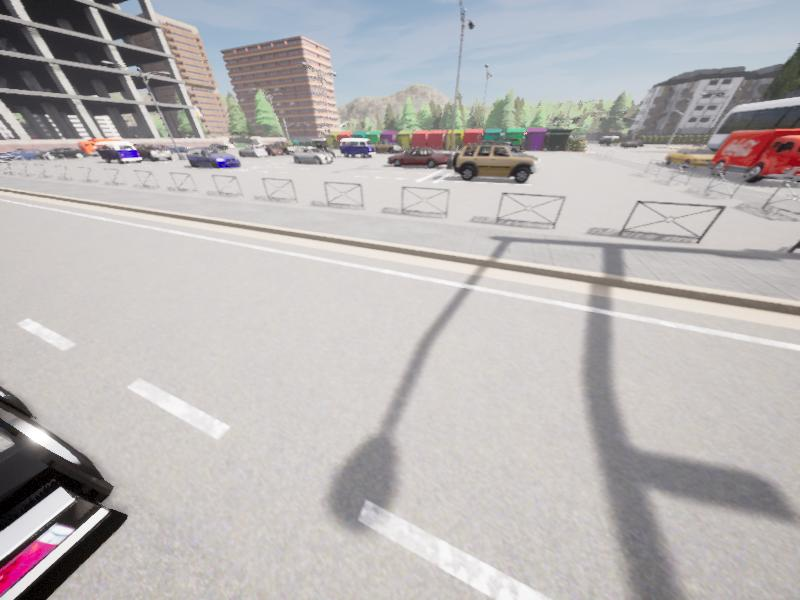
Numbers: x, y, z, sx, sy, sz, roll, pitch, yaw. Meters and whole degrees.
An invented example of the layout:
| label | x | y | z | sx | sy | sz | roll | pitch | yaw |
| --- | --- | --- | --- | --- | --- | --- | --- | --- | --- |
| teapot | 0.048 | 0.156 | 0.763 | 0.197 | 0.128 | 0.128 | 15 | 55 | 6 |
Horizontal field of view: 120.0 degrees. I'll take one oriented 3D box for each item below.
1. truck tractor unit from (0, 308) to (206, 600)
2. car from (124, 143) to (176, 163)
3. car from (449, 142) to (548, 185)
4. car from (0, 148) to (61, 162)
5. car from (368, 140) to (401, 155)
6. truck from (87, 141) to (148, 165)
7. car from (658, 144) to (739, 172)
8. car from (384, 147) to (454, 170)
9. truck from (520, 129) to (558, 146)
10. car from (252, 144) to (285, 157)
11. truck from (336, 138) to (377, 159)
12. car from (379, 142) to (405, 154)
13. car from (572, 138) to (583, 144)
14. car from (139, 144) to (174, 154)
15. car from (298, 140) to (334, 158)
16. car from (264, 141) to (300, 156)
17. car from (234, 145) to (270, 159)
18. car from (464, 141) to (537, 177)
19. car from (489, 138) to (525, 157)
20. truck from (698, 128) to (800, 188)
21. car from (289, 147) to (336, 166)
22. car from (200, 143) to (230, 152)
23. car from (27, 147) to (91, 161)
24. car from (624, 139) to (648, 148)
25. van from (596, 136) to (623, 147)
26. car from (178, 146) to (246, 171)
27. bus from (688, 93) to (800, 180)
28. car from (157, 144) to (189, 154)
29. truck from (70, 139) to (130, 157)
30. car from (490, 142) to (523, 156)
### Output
| label | x | y | z | sx | sy | sz | roll | pitch | yaw |
| --- | --- | --- | --- | --- | --- | --- | --- | --- | --- |
| truck tractor unit | -5.228 | -0.162 | 0.601 | 6.516 | 4.208 | 3.053 | 13 | 37 | 18 |
| car | -29.655 | -17.520 | 27.421 | 4.605 | 1.855 | 1.932 | 13 | 37 | 18 |
| car | 5.395 | -7.847 | 13.127 | 4.605 | 1.855 | 1.932 | 13 | 37 | 18 |
| car | -54.493 | -21.260 | 33.722 | 2.033 | 1.411 | 5.357 | 12 | 37 | 18 |
| car | -2.393 | -23.573 | 35.589 | 4.605 | 1.855 | 1.932 | 13 | 37 | 18 |
| truck | -30.676 | -16.030 | 25.156 | 4.478 | 2.038 | 2.069 | 13 | 37 | 18 |
| car | 23.998 | -11.767 | 18.932 | 1.801 | 1.575 | 5.366 | 14 | 38 | 19 |
| car | 1.580 | -11.998 | 19.494 | 5.357 | 1.415 | 2.033 | 13 | 37 | 18 |
| truck | 39.355 | -46.295 | 65.779 | 8.468 | 3.827 | 2.891 | 13 | 37 | 18 |
| car | -19.394 | -22.121 | 34.160 | 3.905 | 1.438 | 1.784 | 13 | 37 | 18 |
| truck | -5.423 | -19.230 | 29.304 | 4.478 | 2.038 | 2.069 | 13 | 37 | 18 |
| car | -1.246 | -24.941 | 37.880 | 3.905 | 1.438 | 1.784 | 13 | 37 | 18 |
| car | 58.046 | -52.080 | 75.606 | 1.930 | 1.638 | 5.238 | 14 | 38 | 19 |
| car | -48.473 | -30.078 | 46.074 | 1.816 | 1.474 | 4.193 | 12 | 37 | 18 |
| car | -11.339 | -20.480 | 31.341 | 3.866 | 1.878 | 1.905 | 13 | 37 | 18 |
| car | -18.437 | -23.743 | 36.084 | 4.605 | 1.855 | 1.932 | 13 | 37 | 18 |
| car | -20.480 | -20.543 | 31.990 | 3.806 | 1.475 | 1.970 | 13 | 37 | 18 |
| car | 6.530 | -9.386 | 15.300 | 3.866 | 1.878 | 1.905 | 13 | 37 | 18 |
| car | 13.855 | -19.920 | 30.148 | 3.866 | 1.878 | 1.905 | 13 | 37 | 18 |
| truck | 21.033 | -8.175 | 13.104 | 2.627 | 2.467 | 5.204 | 13 | 38 | 19 |
| car | -8.644 | -14.292 | 22.925 | 3.806 | 1.475 | 1.970 | 13 | 37 | 18 |
| car | -41.720 | -34.493 | 52.192 | 1.882 | 1.535 | 5.008 | 12 | 37 | 18 |
| car | -50.410 | -21.792 | 34.324 | 1.837 | 1.490 | 4.892 | 12 | 37 | 18 |
| car | 53.190 | -35.406 | 52.198 | 2.033 | 1.411 | 5.357 | 14 | 38 | 19 |
| van | 49.641 | -37.692 | 54.957 | 2.069 | 2.038 | 4.480 | 0 | 35 | 1 |
| car | -16.721 | -12.678 | 20.634 | 4.611 | 1.667 | 2.242 | 13 | 37 | 18 |
| bus | 26.737 | -11.292 | 15.894 | 3.944 | 4.253 | 10.273 | 14 | 38 | 19 |
| car | -44.838 | -29.917 | 45.792 | 1.970 | 1.475 | 3.806 | 12 | 37 | 18 |
| truck | -51.384 | -26.242 | 39.814 | 2.627 | 2.467 | 5.204 | 12 | 37 | 18 |
| car | 14.953 | -21.275 | 32.472 | 3.806 | 1.475 | 1.970 | 13 | 37 | 18 |
